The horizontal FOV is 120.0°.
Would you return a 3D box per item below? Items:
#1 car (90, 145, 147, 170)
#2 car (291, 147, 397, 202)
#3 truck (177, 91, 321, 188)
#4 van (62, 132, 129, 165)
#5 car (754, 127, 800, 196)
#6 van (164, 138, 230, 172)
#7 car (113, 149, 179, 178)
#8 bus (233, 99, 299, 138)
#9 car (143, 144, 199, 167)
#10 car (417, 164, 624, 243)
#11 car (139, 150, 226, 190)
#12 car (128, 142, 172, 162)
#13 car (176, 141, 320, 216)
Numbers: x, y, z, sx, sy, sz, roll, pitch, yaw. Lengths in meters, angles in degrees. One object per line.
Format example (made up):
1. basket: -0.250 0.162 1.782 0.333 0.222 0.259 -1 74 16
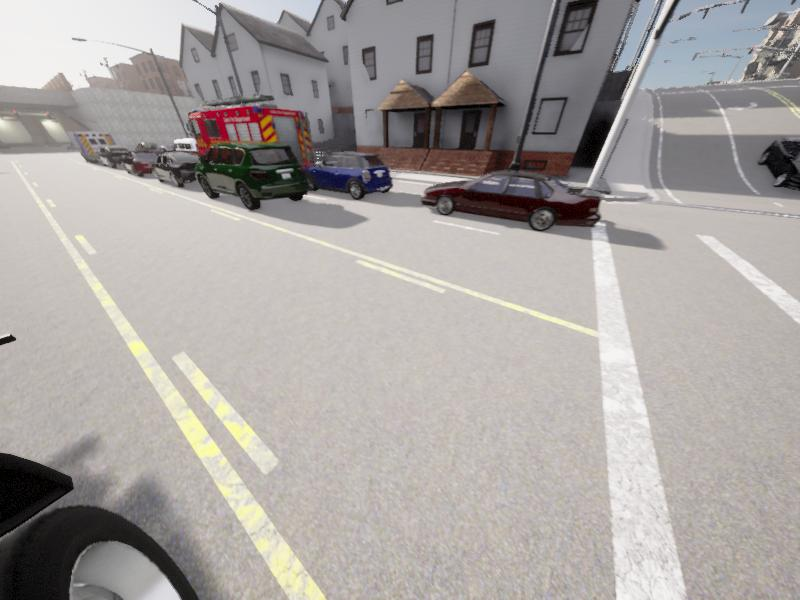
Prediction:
1. car: -23.797 -12.112 19.503 4.892 1.490 1.837 22 41 28
2. car: -2.594 -6.040 10.868 4.553 1.767 2.097 22 41 28
3. truck: -9.094 -9.529 13.980 8.468 3.827 2.891 22 41 28
4. van: -30.103 -15.074 22.822 6.366 2.431 2.351 22 41 28
5. car: 20.877 -7.176 11.823 1.882 1.535 5.008 21 56 27
6. van: -16.251 -11.717 18.549 4.480 2.038 2.069 22 41 28
7. car: -17.600 -9.515 16.001 4.181 1.385 1.994 24 41 29
8. bus: -26.757 -36.851 46.877 3.944 4.253 10.273 22 54 27
9. car: -21.526 -13.652 21.691 4.902 1.511 2.128 22 41 28
10. car: 3.427 -3.435 7.594 5.357 1.411 2.033 20 40 26
11. car: -12.174 -7.365 12.904 4.892 1.490 1.837 22 41 28
12. car: -26.597 -15.769 24.553 3.988 1.617 1.851 22 41 28
13. car: -6.136 -5.126 9.318 5.566 2.045 2.150 22 41 28
